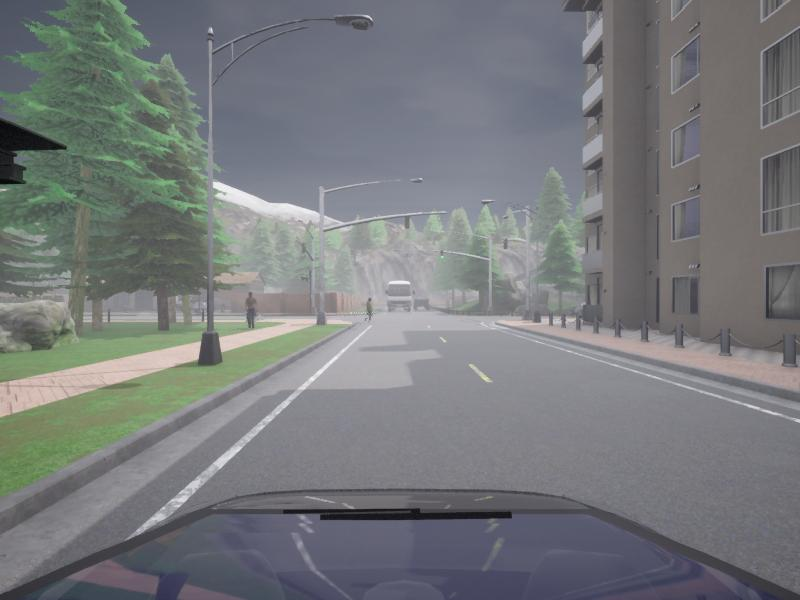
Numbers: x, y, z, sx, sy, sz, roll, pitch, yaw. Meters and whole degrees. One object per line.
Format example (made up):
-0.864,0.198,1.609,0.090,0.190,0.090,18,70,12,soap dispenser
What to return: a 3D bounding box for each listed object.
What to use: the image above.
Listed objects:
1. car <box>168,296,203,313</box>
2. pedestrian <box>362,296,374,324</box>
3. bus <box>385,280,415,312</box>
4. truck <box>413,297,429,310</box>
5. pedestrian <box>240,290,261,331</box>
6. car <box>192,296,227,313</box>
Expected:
-24.091,0.505,45.073,1.905,1.878,3.866,0,0,-1,car
-2.132,0.637,26.982,0.751,1.860,0.751,0,0,-2,pedestrian
0.035,-0.534,57.845,3.944,4.253,10.273,0,0,0,bus
3.402,0.542,65.542,2.390,2.098,6.274,0,0,0,truck
-7.004,0.485,18.748,0.751,1.860,0.751,0,0,-3,pedestrian
-21.587,0.503,45.523,1.932,1.855,4.605,0,0,-1,car
